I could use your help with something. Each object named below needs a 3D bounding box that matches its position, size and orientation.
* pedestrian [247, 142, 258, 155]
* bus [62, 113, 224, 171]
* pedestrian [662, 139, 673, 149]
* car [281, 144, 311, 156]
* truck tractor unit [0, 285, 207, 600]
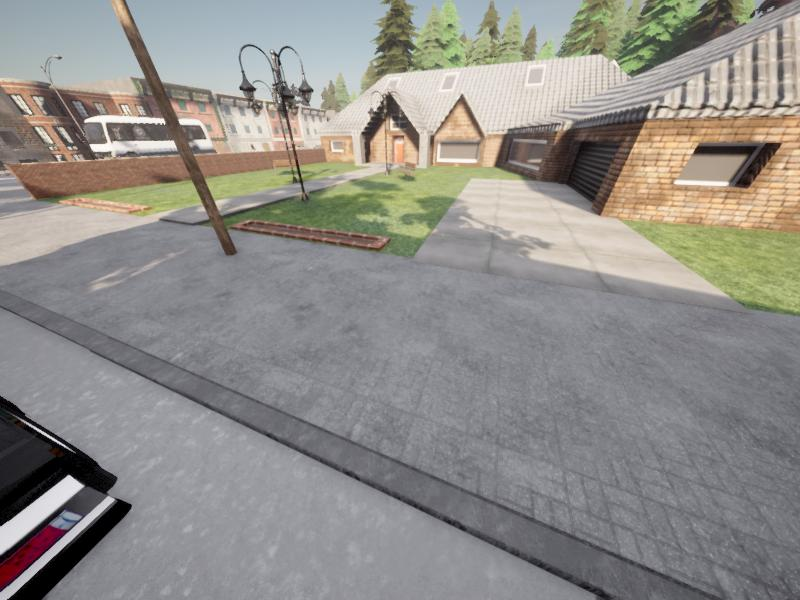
[{"bbox_3d":[-26.229,-26.969,41.147,0.751,1.860,0.751,17,38,23],"label":"pedestrian"},{"bbox_3d":[-26.179,-17.045,24.936,3.944,4.253,10.273,12,37,17],"label":"bus"},{"bbox_3d":[63.473,-37.035,54.859,0.751,1.860,0.751,14,37,19],"label":"pedestrian"},{"bbox_3d":[-18.765,-27.399,42.017,2.242,1.667,4.611,12,37,17],"label":"car"},{"bbox_3d":[-5.250,-0.130,0.535,6.516,4.208,3.053,12,37,16],"label":"truck tractor unit"}]
